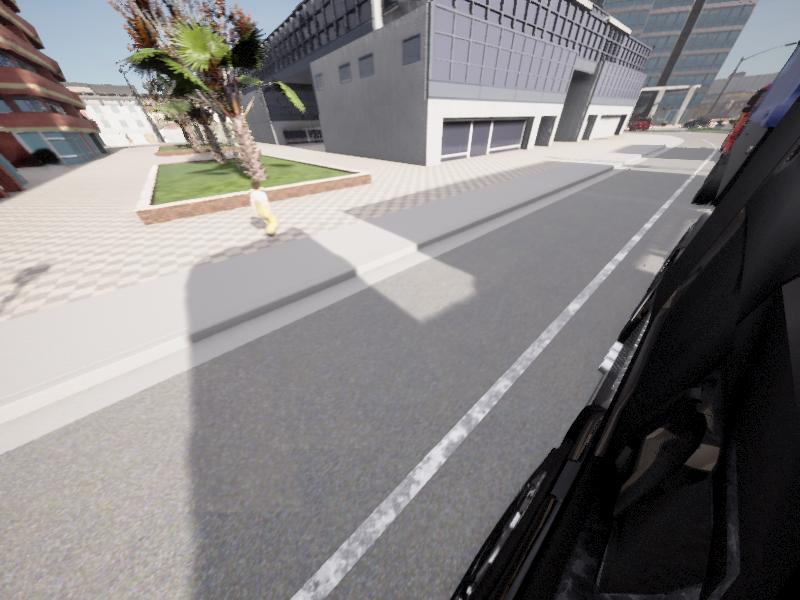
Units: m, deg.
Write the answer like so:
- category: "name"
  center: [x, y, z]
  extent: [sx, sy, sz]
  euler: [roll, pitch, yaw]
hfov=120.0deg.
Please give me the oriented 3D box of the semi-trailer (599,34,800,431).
- category: "semi-trailer"
  center: [8.654, -3.621, 4.290]
  extent: [14.254, 4.402, 2.717]
  euler: [-29, 44, -30]

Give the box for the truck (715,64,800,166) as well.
- category: "truck"
  center: [21.658, -10.406, 13.113]
  extent: [8.468, 3.827, 2.891]
  euler: [-30, 45, -32]

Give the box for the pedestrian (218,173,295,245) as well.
- category: "pedestrian"
  center: [-3.061, -2.006, 5.084]
  extent: [0.751, 1.300, 0.751]
  euler: [5, 38, 10]

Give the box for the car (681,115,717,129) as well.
- category: "car"
  center: [57.096, -33.986, 44.180]
  extent: [3.866, 1.878, 1.905]
  euler: [-6, 37, -4]

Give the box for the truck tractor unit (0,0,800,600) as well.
- category: "truck tractor unit"
  center: [2.645, -0.295, 0.351]
  extent: [6.516, 4.208, 3.053]
  euler: [-28, 44, -30]

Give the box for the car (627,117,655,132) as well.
- category: "car"
  center: [44.206, -32.235, 42.420]
  extent: [5.566, 2.045, 2.150]
  euler: [-30, 45, -31]

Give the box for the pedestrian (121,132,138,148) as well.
- category: "pedestrian"
  center: [-39.605, -23.396, 33.806]
  extent: [0.751, 1.860, 0.751]
  euler: [-28, 44, -30]
